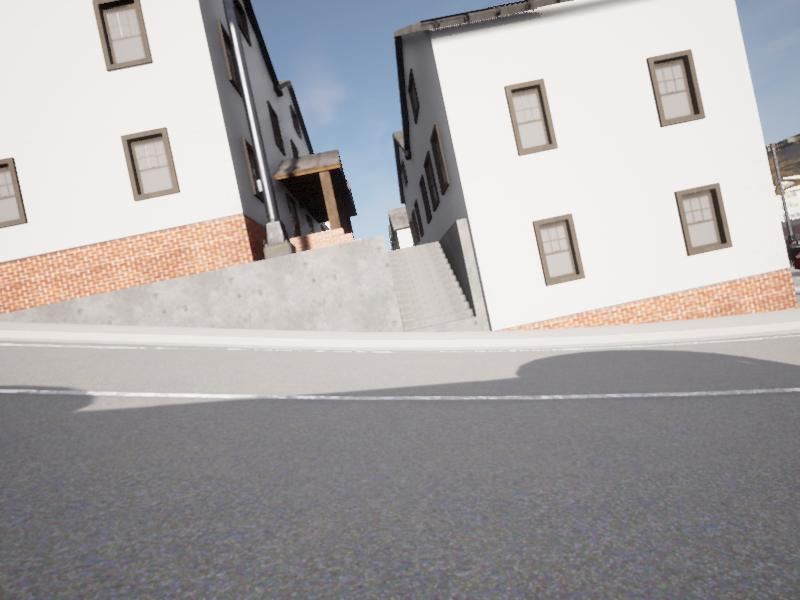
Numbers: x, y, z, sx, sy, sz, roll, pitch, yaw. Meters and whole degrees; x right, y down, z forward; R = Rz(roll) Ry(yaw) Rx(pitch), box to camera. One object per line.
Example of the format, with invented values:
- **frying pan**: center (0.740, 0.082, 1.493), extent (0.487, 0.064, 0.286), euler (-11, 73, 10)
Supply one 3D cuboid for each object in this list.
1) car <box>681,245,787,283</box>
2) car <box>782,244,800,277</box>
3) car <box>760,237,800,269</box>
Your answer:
- **car**: center (20.056, -2.093, 24.401), extent (2.163, 1.488, 4.792), euler (-12, 0, 0)
- **car**: center (19.944, -2.039, 17.445), extent (1.812, 1.442, 4.674), euler (-12, 0, -1)
- **car**: center (23.467, -2.847, 23.075), extent (1.789, 1.549, 3.705), euler (-12, 0, 0)
